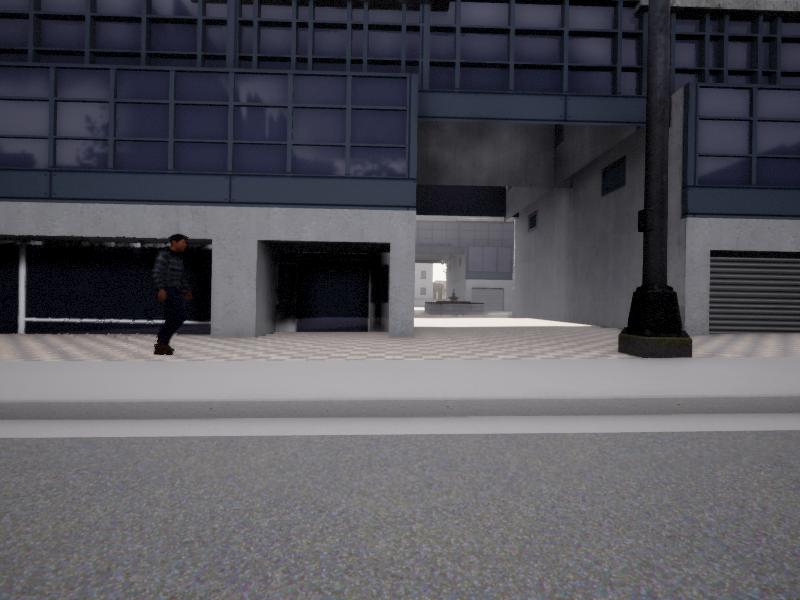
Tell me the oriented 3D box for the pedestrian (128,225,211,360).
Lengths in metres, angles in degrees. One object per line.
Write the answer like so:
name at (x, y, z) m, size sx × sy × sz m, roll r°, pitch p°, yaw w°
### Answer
pedestrian at (-3.373, -0.108, 5.917) m, size 0.751 × 1.860 × 0.751 m, roll 1°, pitch 0°, yaw 1°
